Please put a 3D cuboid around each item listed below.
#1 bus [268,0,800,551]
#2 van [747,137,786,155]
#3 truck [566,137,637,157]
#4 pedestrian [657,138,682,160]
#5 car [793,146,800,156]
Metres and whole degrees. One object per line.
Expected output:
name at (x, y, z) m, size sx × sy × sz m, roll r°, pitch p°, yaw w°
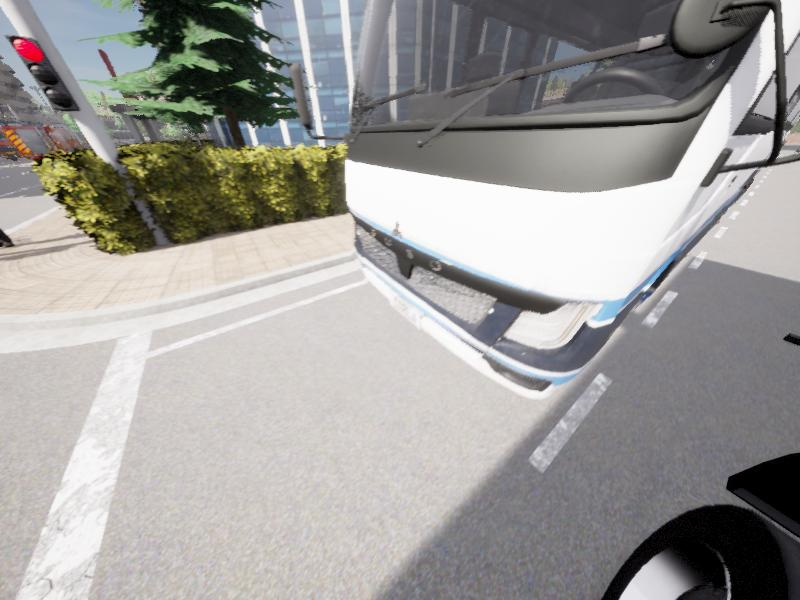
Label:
bus at (4.063, -2.729, 4.043) m, size 10.273 × 4.253 × 3.944 m, roll -23°, pitch 41°, yaw -28°
van at (50.885, -21.399, 32.067) m, size 4.442 × 1.987 × 1.775 m, roll -21°, pitch 40°, yaw -26°
truck at (26.271, -20.254, 30.453) m, size 2.390 × 2.098 × 6.274 m, roll -22°, pitch 41°, yaw -28°
pedestrian at (27.640, -15.535, 23.703) m, size 0.751 × 1.860 × 0.751 m, roll 12°, pitch 37°, yaw 17°
car at (52.694, -19.370, 29.648) m, size 4.674 × 1.442 × 1.812 m, roll -23°, pitch 41°, yaw -28°
